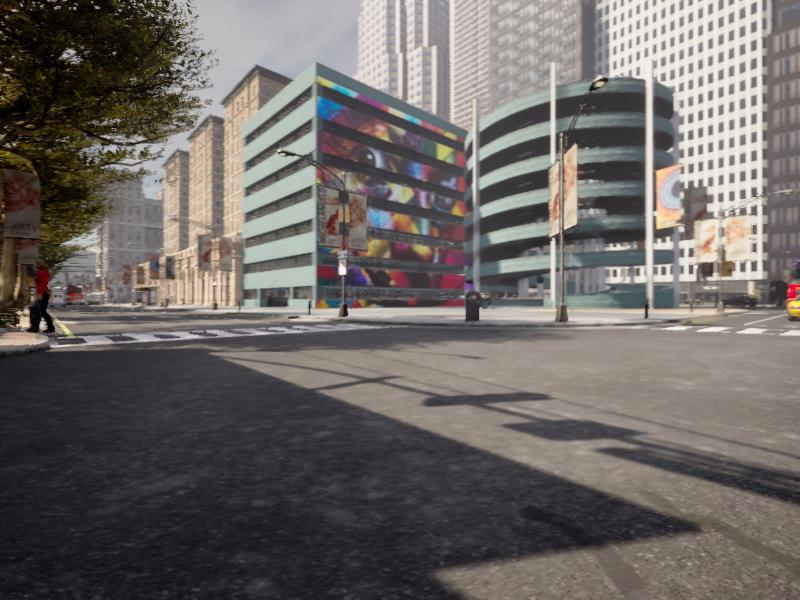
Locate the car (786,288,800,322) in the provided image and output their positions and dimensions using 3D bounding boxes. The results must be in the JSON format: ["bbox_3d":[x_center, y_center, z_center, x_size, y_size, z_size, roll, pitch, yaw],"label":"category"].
[{"bbox_3d":[20.940,0.248,20.145,5.366,1.575,1.801,0,0,-42],"label":"car"}]

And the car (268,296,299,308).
[{"bbox_3d":[-16.212,0.270,55.590,2.161,1.482,4.786,0,0,-42],"label":"car"}]

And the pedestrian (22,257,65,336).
[{"bbox_3d":[-8.787,-0.086,9.883,0.751,1.860,0.751,0,0,-39],"label":"pedestrian"}]

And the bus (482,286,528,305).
[{"bbox_3d":[25.300,-0.936,96.651,3.944,4.253,10.273,0,-1,-44],"label":"bus"}]

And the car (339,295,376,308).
[{"bbox_3d":[-5.375,0.220,49.770,2.128,1.511,4.902,0,0,-42],"label":"car"}]

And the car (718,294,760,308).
[{"bbox_3d":[48.854,0.178,57.779,1.932,1.855,4.605,1,0,-4],"label":"car"}]

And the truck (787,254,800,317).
[{"bbox_3d":[27.797,-0.861,26.377,8.468,3.827,2.891,0,0,-43],"label":"truck"}]

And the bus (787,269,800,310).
[{"bbox_3d":[41.960,-1.058,38.099,3.944,4.253,10.273,0,1,24],"label":"bus"}]

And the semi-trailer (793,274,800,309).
[{"bbox_3d":[50.844,-1.124,44.961,2.717,4.402,14.254,1,0,14],"label":"semi-trailer"}]
